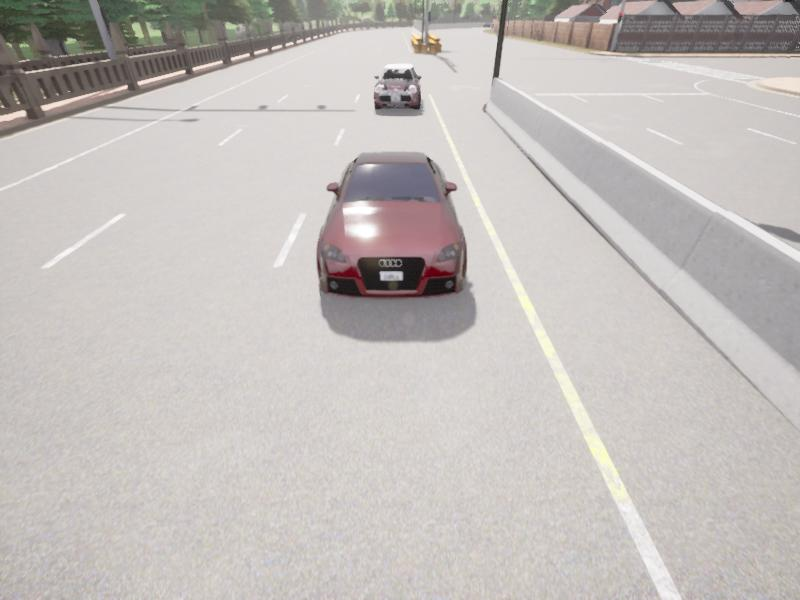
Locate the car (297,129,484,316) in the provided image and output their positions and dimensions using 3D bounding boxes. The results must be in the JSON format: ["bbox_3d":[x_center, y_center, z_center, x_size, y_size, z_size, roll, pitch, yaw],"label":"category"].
[{"bbox_3d":[-0.121,-1.554,6.391,1.994,1.385,4.181,0,34,0],"label":"car"}]

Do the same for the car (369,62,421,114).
[{"bbox_3d":[-0.096,-9.167,17.118,1.970,1.475,3.806,1,35,2],"label":"car"}]
